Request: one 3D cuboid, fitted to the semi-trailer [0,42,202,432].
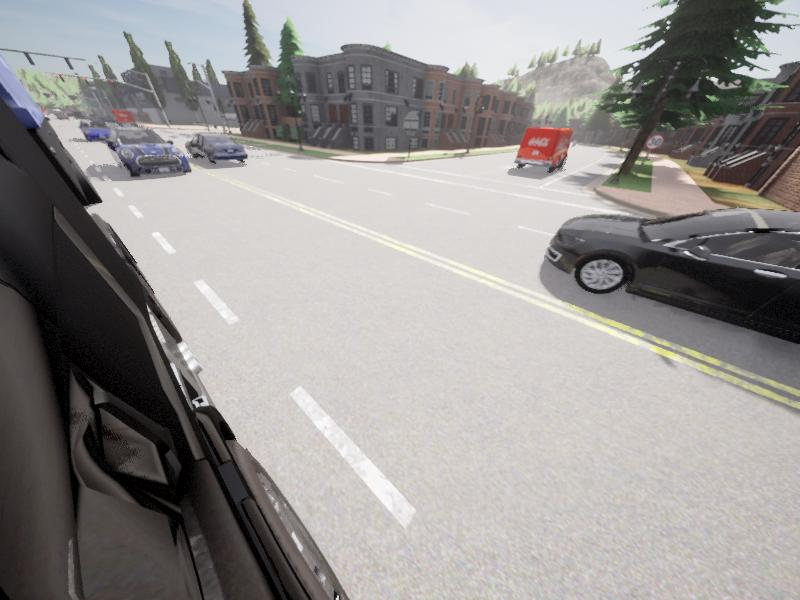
[{"bbox_3d":[-8.696,-3.620,4.212,14.254,4.402,2.717,28,44,30],"label":"semi-trailer"}]

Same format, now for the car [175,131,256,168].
[{"bbox_3d":[-11.318,-9.285,14.086,5.357,1.411,2.033,28,44,30],"label":"car"}]

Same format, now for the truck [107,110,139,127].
[{"bbox_3d":[-54.098,-35.483,45.146,5.204,2.467,2.627,28,44,30],"label":"truck"}]

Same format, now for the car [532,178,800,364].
[{"bbox_3d":[5.068,-0.512,3.439,4.892,1.490,1.837,28,44,30],"label":"car"}]

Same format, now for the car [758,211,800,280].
[{"bbox_3d":[10.231,-0.577,3.888,4.193,1.474,1.816,30,45,31],"label":"car"}]

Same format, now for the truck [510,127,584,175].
[{"bbox_3d":[10.624,-10.840,16.673,2.627,2.467,5.204,30,45,31],"label":"truck"}]

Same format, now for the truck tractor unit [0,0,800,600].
[{"bbox_3d":[-2.645,-0.295,0.351,6.516,4.208,3.053,28,44,30],"label":"truck tractor unit"}]

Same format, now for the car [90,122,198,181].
[{"bbox_3d":[-11.668,-6.886,10.539,4.553,1.767,2.097,28,44,30],"label":"car"}]

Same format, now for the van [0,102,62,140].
[{"bbox_3d":[-33.041,-15.894,20.551,6.366,2.431,2.351,28,44,30],"label":"van"}]

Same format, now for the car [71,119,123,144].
[{"bbox_3d":[-26.973,-15.008,20.532,4.514,1.525,2.007,28,44,30],"label":"car"}]
